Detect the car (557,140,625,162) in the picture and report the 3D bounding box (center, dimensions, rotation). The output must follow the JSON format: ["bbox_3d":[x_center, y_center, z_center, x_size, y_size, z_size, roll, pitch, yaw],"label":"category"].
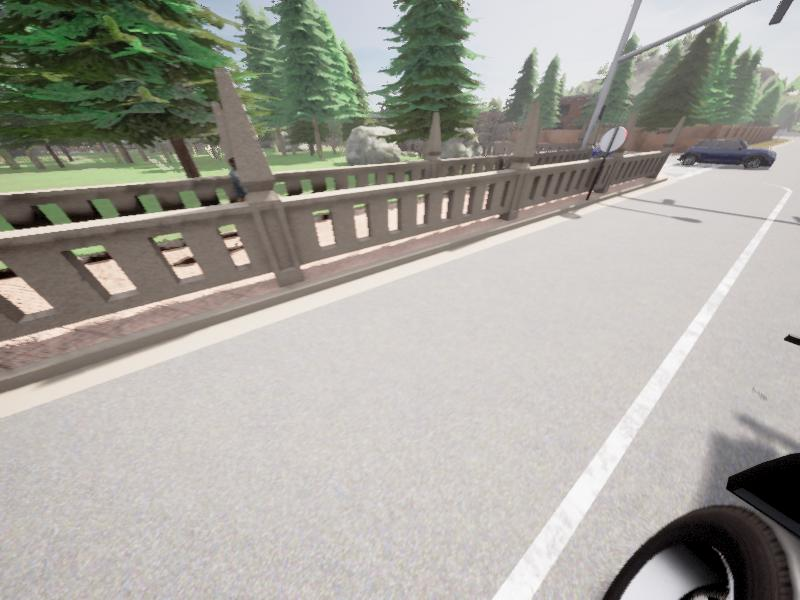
[{"bbox_3d":[18.492,-14.663,22.631,2.007,1.525,4.514,-22,41,-27],"label":"car"}]

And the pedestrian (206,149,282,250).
[{"bbox_3d":[-3.356,-2.198,5.112,0.751,1.860,0.751,-21,40,-25],"label":"pedestrian"}]

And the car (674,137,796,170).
[{"bbox_3d":[23.751,-10.691,16.716,2.097,1.767,4.553,-26,42,-30],"label":"car"}]
